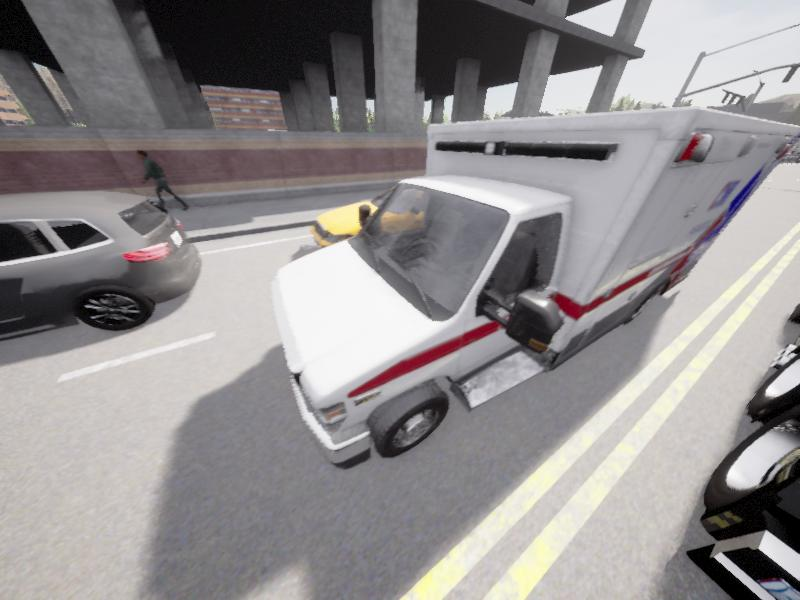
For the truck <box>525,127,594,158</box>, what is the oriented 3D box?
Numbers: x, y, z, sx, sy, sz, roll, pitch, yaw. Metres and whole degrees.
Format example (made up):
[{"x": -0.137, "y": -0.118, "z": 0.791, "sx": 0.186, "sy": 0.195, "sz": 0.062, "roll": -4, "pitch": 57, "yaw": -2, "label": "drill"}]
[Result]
[{"x": 26.095, "y": -26.315, "z": 38.614, "sx": 2.891, "sy": 3.827, "sz": 8.468, "roll": -18, "pitch": 39, "yaw": -25, "label": "truck"}]

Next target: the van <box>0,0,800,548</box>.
[{"x": 1.766, "y": -0.788, "z": 3.028, "sx": 6.366, "sy": 2.431, "sz": 2.351, "roll": -18, "pitch": 39, "yaw": -24, "label": "van"}]

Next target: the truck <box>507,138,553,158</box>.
[{"x": 20.060, "y": -23.726, "z": 36.025, "sx": 2.627, "sy": 2.467, "sz": 5.204, "roll": -18, "pitch": 39, "yaw": -25, "label": "truck"}]

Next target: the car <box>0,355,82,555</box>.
[{"x": -4.818, "y": 1.735, "z": 0.145, "sx": 4.902, "sy": 1.511, "sz": 2.128, "roll": -18, "pitch": 39, "yaw": -24, "label": "car"}]

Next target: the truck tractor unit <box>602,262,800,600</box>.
[{"x": 5.110, "y": -0.301, "z": 0.789, "sx": 6.516, "sy": 4.208, "sz": 3.053, "roll": -18, "pitch": 39, "yaw": -24, "label": "truck tractor unit"}]

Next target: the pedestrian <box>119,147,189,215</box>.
[{"x": -7.948, "y": -3.898, "z": 7.598, "sx": 0.751, "sy": 1.860, "sz": 0.751, "roll": -18, "pitch": 39, "yaw": -24, "label": "pedestrian"}]

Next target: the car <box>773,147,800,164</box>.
[{"x": 52.939, "y": -19.438, "z": 30.997, "sx": 4.856, "sy": 1.649, "sz": 2.033, "roll": -18, "pitch": 39, "yaw": -24, "label": "car"}]

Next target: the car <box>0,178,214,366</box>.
[{"x": -5.652, "y": -0.369, "z": 3.021, "sx": 4.611, "sy": 1.667, "sz": 2.242, "roll": -18, "pitch": 39, "yaw": -25, "label": "car"}]

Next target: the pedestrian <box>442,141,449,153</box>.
[{"x": 8.508, "y": -28.515, "z": 43.031, "sx": 0.751, "sy": 1.860, "sz": 0.751, "roll": -18, "pitch": 39, "yaw": -24, "label": "pedestrian"}]

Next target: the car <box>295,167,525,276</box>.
[{"x": 0.478, "y": -2.329, "z": 5.973, "sx": 5.366, "sy": 1.575, "sz": 1.801, "roll": -18, "pitch": 39, "yaw": -24, "label": "car"}]
